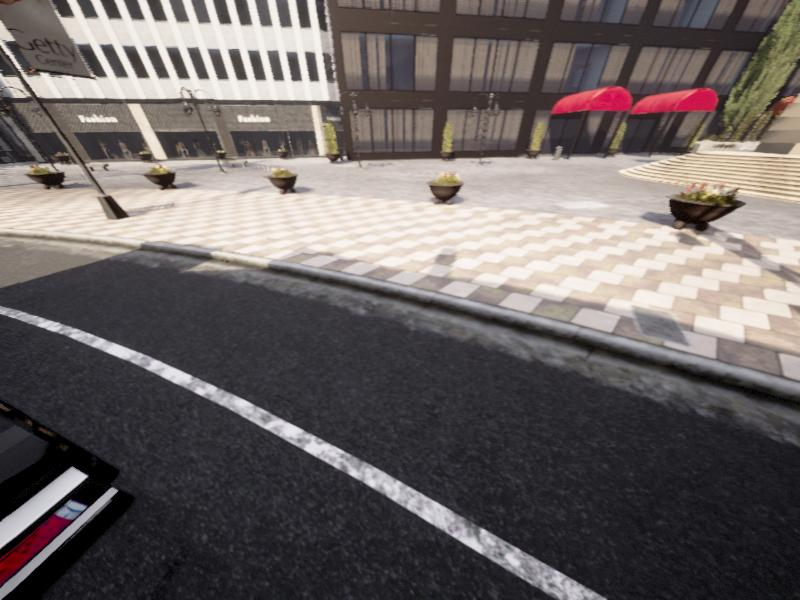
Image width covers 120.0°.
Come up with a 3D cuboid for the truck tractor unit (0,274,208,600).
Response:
[{"bbox_3d":[-5.271,-0.097,0.495,6.516,4.208,3.053,11,37,15],"label":"truck tractor unit"}]
